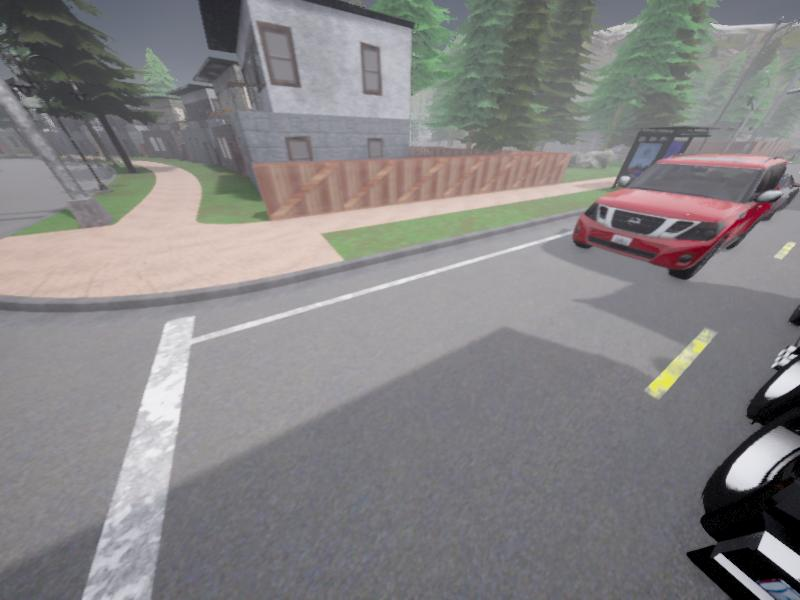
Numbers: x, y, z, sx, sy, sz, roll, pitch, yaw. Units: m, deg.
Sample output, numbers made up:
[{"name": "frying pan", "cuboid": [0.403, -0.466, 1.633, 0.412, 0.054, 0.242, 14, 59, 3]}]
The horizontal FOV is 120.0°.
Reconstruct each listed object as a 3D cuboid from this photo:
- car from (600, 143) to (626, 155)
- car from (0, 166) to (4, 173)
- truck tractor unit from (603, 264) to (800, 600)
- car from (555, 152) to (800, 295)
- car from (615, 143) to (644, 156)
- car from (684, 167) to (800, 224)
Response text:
[{"name": "car", "cuboid": [41.229, -29.281, 44.716, 3.866, 1.878, 1.905, -19, 39, -25]}, {"name": "car", "cuboid": [-32.845, -10.671, 17.765, 3.633, 1.501, 1.845, 22, 40, 28]}, {"name": "truck tractor unit", "cuboid": [5.109, -0.302, 0.790, 6.516, 4.208, 3.053, -18, 39, -24]}, {"name": "car", "cuboid": [6.802, -2.255, 5.537, 5.566, 2.045, 2.150, -18, 39, -24]}, {"name": "car", "cuboid": [42.868, -28.168, 43.119, 4.605, 1.855, 1.932, -19, 39, -25]}, {"name": "car", "cuboid": [13.726, -4.225, 9.034, 4.181, 1.385, 1.994, -18, 39, -24]}]
